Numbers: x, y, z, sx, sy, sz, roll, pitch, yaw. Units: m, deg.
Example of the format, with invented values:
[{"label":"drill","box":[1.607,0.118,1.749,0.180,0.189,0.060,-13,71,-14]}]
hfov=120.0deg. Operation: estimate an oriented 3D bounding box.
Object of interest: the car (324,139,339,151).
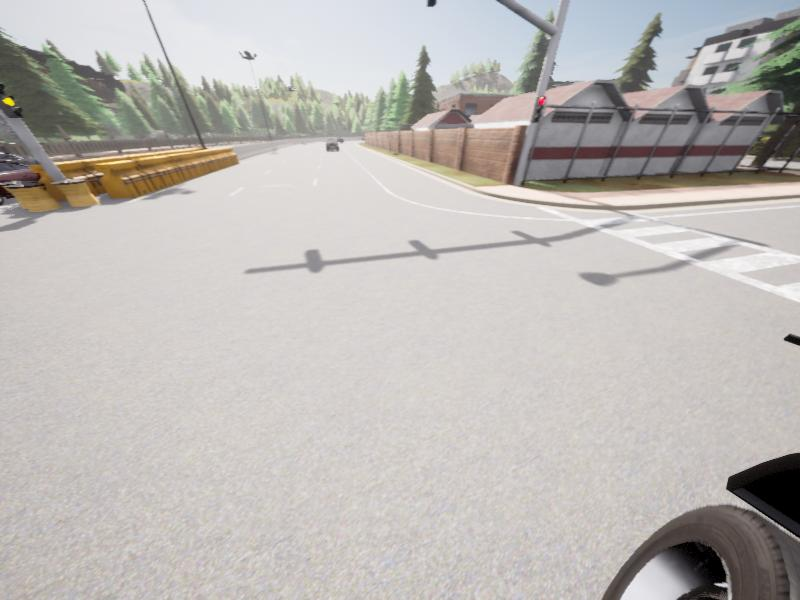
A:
[{"label":"car","box":[-11.526,-26.348,39.175,2.038,1.542,4.974,-7,36,-10]}]

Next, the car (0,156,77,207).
[{"label":"car","box":[-16.377,-4.683,9.130,1.994,1.385,4.181,-8,37,-12]}]

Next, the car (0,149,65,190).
[{"label":"car","box":[-20.722,-6.426,11.420,2.128,1.511,4.902,-8,37,-12]}]

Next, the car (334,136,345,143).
[{"label":"car","box":[-17.909,-47.810,68.935,1.930,1.638,5.238,0,36,0]}]
